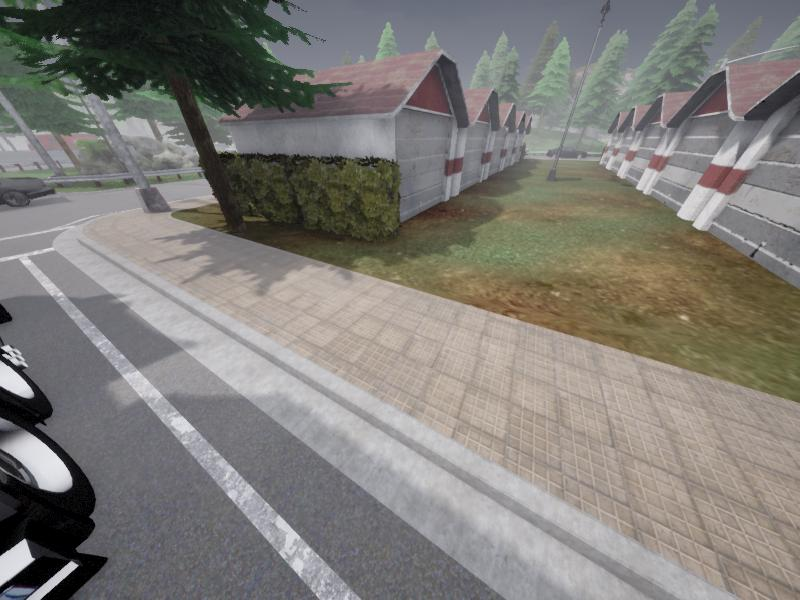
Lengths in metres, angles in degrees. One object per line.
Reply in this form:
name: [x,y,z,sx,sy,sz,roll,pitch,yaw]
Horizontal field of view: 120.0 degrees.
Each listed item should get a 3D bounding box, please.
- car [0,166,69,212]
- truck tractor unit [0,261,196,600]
car: [-17.488,-3.973,8.743,2.033,1.411,5.357,8,36,11]
truck tractor unit: [-5.107,-0.305,0.785,6.516,4.208,3.053,19,39,24]
